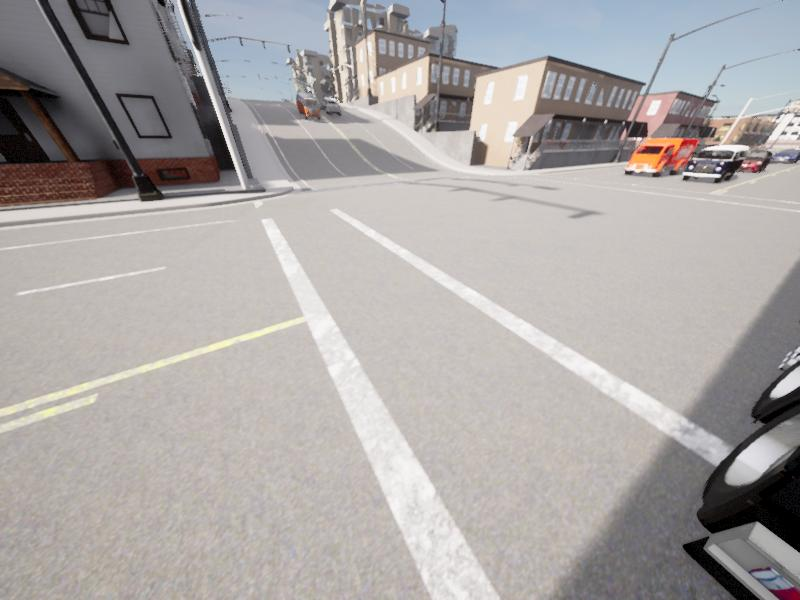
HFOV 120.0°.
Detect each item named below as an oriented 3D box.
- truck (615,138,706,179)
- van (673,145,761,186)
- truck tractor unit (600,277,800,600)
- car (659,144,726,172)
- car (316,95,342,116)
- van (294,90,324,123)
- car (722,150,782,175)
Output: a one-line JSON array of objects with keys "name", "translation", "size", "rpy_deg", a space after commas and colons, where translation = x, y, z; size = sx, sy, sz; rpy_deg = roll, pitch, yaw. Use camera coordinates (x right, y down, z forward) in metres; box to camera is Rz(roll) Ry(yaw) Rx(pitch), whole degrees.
[{"name": "truck", "translation": [20.482, -11.279, 18.268], "size": [5.204, 2.467, 2.627], "rpy_deg": [-17, 38, -24]}, {"name": "van", "translation": [21.272, -9.148, 15.546], "size": [4.480, 2.038, 2.069], "rpy_deg": [-19, 39, -25]}, {"name": "truck tractor unit", "translation": [5.124, -0.288, 0.751], "size": [6.516, 4.208, 3.053], "rpy_deg": [-18, 38, -23]}, {"name": "car", "translation": [27.989, -13.660, 22.095], "size": [5.566, 2.045, 2.150], "rpy_deg": [-18, 39, -24]}, {"name": "car", "translation": [-9.078, -24.980, 29.664], "size": [1.970, 1.475, 3.806], "rpy_deg": [-19, 51, -25]}, {"name": "van", "translation": [-10.332, -21.867, 26.120], "size": [1.775, 1.987, 4.442], "rpy_deg": [-19, 54, -25]}, {"name": "car", "translation": [30.984, -12.190, 20.346], "size": [3.988, 1.617, 1.851], "rpy_deg": [-19, 39, -24]}]
